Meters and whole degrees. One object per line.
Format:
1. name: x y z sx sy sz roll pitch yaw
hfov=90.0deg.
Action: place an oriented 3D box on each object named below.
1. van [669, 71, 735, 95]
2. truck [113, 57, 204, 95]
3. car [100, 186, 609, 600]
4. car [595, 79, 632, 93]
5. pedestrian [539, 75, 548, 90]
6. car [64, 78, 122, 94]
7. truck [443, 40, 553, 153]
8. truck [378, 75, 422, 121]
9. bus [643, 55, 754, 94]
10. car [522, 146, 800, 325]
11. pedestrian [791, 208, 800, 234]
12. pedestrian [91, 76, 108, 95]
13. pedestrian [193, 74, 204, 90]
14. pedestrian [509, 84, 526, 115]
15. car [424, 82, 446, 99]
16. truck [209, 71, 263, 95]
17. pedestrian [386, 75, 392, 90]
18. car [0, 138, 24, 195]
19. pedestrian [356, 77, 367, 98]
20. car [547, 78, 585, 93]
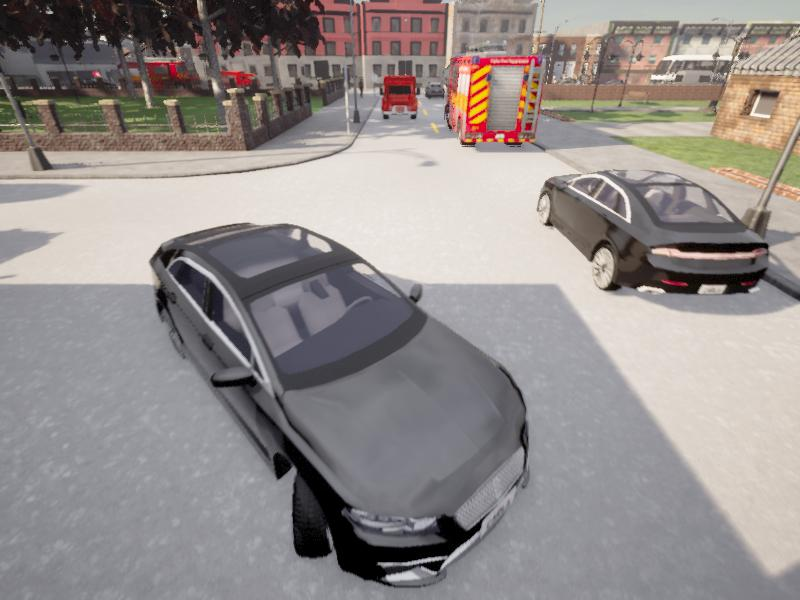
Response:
1. van: 36.942 -26.671 49.120 5.915 2.561 1.988 0 30 0
2. truck: -29.103 -27.233 48.652 8.468 3.827 2.891 0 30 0
3. car: -1.011 0.258 4.054 2.128 1.511 4.902 -25 39 -36
4. car: 28.165 -28.266 52.822 3.633 1.501 1.845 0 30 0
5. pedestrian: 20.299 -30.891 56.706 0.751 1.860 0.751 3 30 5
6. car: -37.633 -26.288 49.199 5.027 1.651 2.152 0 30 0
7. truck: 3.995 -9.731 18.839 2.891 3.827 8.468 0 30 0
8. truck: -0.027 -13.625 26.820 2.627 2.467 5.204 0 30 0
9. bus: 38.409 -29.367 52.034 10.273 4.253 3.944 0 30 0
10. car: 4.008 -1.540 7.132 2.128 1.511 4.902 0 30 0
11. pedestrian: 8.457 -1.901 7.719 0.751 1.300 0.751 15 34 24
12. pedestrian: -33.704 -24.068 44.926 0.751 1.860 0.751 0 30 0
13. pedestrian: -27.890 -30.252 55.503 0.751 1.860 0.751 -2 30 -4
14. pedestrian: 7.958 -13.590 27.127 0.751 1.860 0.751 11 32 18
15. car: 3.812 -22.960 43.756 1.970 1.475 3.806 -1 30 -1
16. truck: -19.943 -26.645 49.011 5.204 2.467 2.627 0 30 -1
17. pedestrian: -1.506 -30.095 55.296 0.751 1.860 0.751 -7 31 -11
18. car: -13.226 -3.330 10.154 4.902 1.511 2.128 0 30 0
19. pedestrian: -4.005 -21.973 41.419 0.751 1.860 0.751 24 38 35
20. car: 21.806 -28.308 52.802 3.988 1.617 1.851 0 30 0
